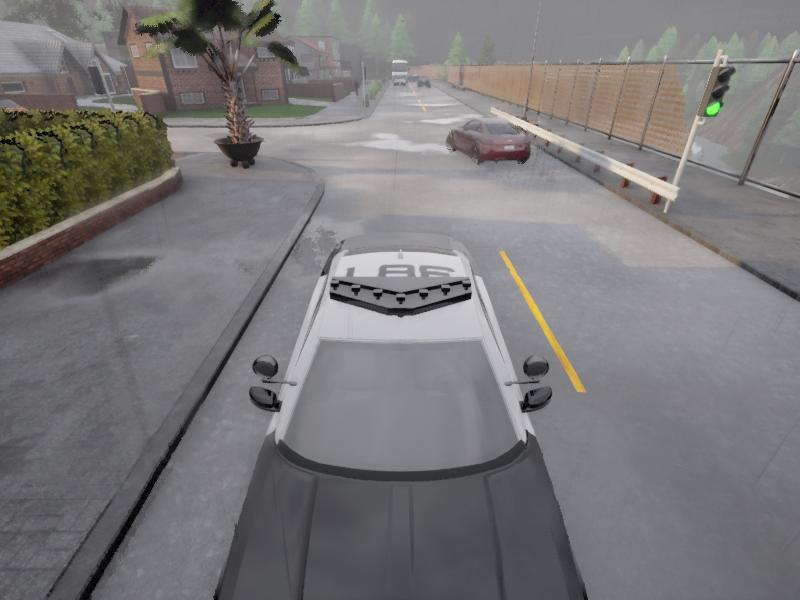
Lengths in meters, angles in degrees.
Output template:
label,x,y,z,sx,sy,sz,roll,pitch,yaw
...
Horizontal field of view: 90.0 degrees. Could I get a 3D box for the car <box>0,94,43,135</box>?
label,x,y,z,sx,sy,sz,roll,pitch,yaw
car,-21.980,-9.642,20.754,4.553,1.767,2.097,0,30,0

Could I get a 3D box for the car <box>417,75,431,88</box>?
label,x,y,z,sx,sy,sz,roll,pitch,yaw
car,3.980,-37.180,67.964,2.097,1.767,4.553,0,30,0

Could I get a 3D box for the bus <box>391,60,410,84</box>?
label,x,y,z,sx,sy,sz,roll,pitch,yaw
bus,0.096,-48.978,85.730,3.944,4.253,10.273,0,30,0

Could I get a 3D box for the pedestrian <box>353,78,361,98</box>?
label,x,y,z,sx,sy,sz,roll,pitch,yaw
pedestrian,-4.601,-22.779,42.957,0.751,1.860,0.751,-2,30,-3

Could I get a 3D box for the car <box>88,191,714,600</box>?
label,x,y,z,sx,sy,sz,roll,pitch,yaw
car,0.005,0.626,3.353,1.930,1.638,5.238,0,31,0

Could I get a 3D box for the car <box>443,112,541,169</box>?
label,x,y,z,sx,sy,sz,roll,pitch,yaw
car,3.306,-6.249,15.379,1.994,1.385,4.181,-6,31,-11

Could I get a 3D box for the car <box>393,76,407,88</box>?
label,x,y,z,sx,sy,sz,roll,pitch,yaw
car,-0.017,-36.309,66.637,2.152,1.651,5.027,0,30,0
